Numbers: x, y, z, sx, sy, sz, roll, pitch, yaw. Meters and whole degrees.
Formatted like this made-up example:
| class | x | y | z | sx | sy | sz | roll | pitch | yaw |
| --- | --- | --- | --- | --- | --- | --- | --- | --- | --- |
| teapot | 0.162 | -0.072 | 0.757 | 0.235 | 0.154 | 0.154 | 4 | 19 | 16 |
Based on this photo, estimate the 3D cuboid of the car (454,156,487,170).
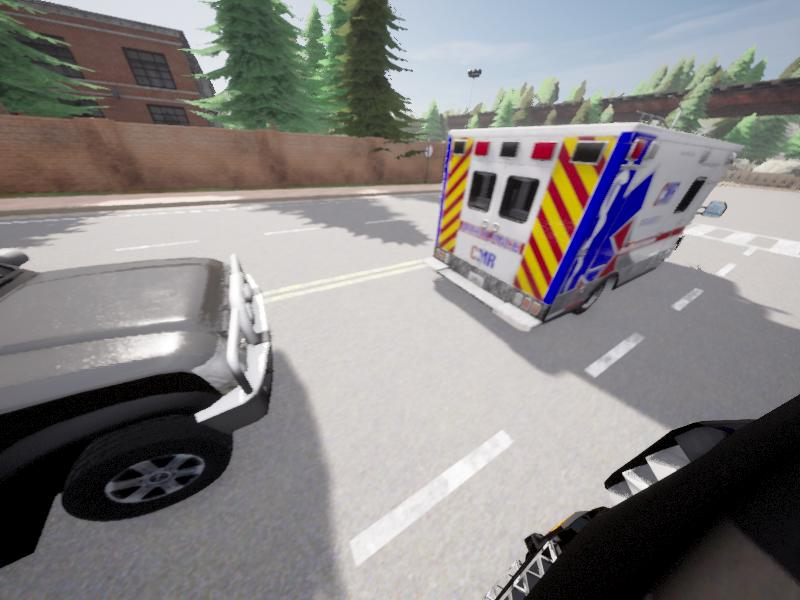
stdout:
| class | x | y | z | sx | sy | sz | roll | pitch | yaw |
| --- | --- | --- | --- | --- | --- | --- | --- | --- | --- |
| car | 10.129 | -20.022 | 33.706 | 1.994 | 1.385 | 4.181 | -17 | 39 | -28 |

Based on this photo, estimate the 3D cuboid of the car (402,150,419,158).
| class | x | y | z | sx | sy | sz | roll | pitch | yaw |
| --- | --- | --- | --- | --- | --- | --- | --- | --- | --- |
| car | 2.754 | -39.390 | 62.227 | 2.128 | 1.511 | 4.902 | -16 | 38 | -26 |

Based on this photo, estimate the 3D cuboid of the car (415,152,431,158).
| class | x | y | z | sx | sy | sz | roll | pitch | yaw |
| --- | --- | --- | --- | --- | --- | --- | --- | --- | --- |
| car | 6.335 | -39.605 | 63.021 | 1.895 | 1.301 | 4.718 | -16 | 38 | -26 |

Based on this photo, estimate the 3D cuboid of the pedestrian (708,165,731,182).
| class | x | y | z | sx | sy | sz | roll | pitch | yaw |
| --- | --- | --- | --- | --- | --- | --- | --- | --- | --- |
| pedestrian | 39.859 | -15.777 | 28.812 | 0.751 | 1.860 | 0.751 | -15 | 37 | -25 |

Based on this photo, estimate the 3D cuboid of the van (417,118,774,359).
| class | x | y | z | sx | sy | sz | roll | pitch | yaw |
| --- | --- | --- | --- | --- | --- | --- | --- | --- | --- |
| van | 3.734 | -1.629 | 4.512 | 6.366 | 2.431 | 2.351 | -16 | 38 | -26 |

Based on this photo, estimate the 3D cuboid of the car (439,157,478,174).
| class | x | y | z | sx | sy | sz | roll | pitch | yaw |
| --- | --- | --- | --- | --- | --- | --- | --- | --- | --- |
| car | 6.720 | -15.883 | 27.201 | 1.994 | 1.385 | 4.181 | -16 | 38 | -26 |

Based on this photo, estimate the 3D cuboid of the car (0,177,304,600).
| class | x | y | z | sx | sy | sz | roll | pitch | yaw |
| --- | --- | --- | --- | --- | --- | --- | --- | --- | --- |
| car | -3.254 | 0.584 | 1.136 | 4.605 | 1.855 | 1.932 | -16 | 38 | -26 |

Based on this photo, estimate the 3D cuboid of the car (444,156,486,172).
| class | x | y | z | sx | sy | sz | roll | pitch | yaw |
| --- | --- | --- | --- | --- | --- | --- | --- | --- | --- |
| car | 8.465 | -18.038 | 30.561 | 2.033 | 1.411 | 5.357 | -16 | 38 | -26 |

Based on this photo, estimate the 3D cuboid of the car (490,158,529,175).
| class | x | y | z | sx | sy | sz | roll | pitch | yaw |
| --- | --- | --- | --- | --- | --- | --- | --- | --- | --- |
| car | 13.642 | -16.782 | 28.989 | 1.970 | 1.475 | 3.806 | -16 | 38 | -25 |
